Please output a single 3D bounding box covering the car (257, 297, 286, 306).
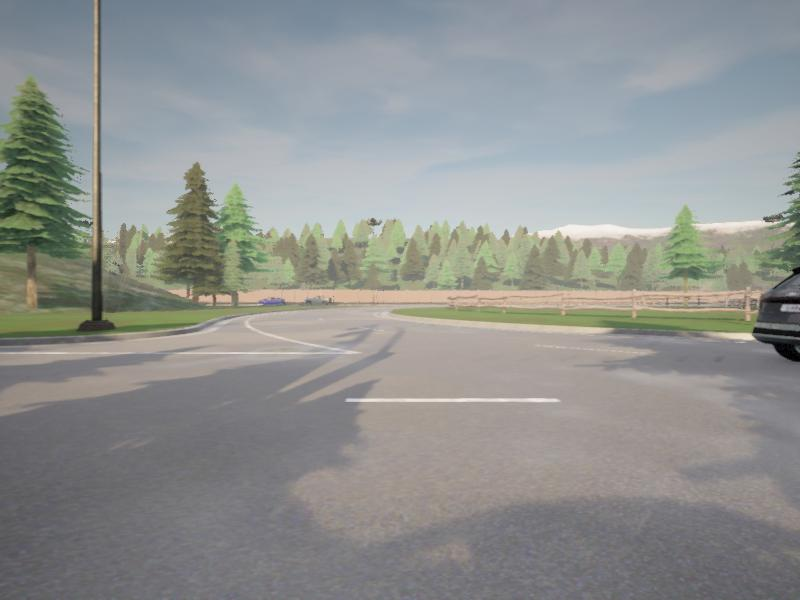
[{"bbox_3d":[-22.464,0.249,69.970,4.514,1.525,2.007,0,0,0],"label":"car"}]

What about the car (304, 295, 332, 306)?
[{"bbox_3d":[-14.317,0.044,70.001,4.605,1.855,1.932,0,0,0],"label":"car"}]

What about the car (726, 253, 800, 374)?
[{"bbox_3d":[7.907,0.183,5.703,4.856,1.649,2.033,0,0,0],"label":"car"}]
